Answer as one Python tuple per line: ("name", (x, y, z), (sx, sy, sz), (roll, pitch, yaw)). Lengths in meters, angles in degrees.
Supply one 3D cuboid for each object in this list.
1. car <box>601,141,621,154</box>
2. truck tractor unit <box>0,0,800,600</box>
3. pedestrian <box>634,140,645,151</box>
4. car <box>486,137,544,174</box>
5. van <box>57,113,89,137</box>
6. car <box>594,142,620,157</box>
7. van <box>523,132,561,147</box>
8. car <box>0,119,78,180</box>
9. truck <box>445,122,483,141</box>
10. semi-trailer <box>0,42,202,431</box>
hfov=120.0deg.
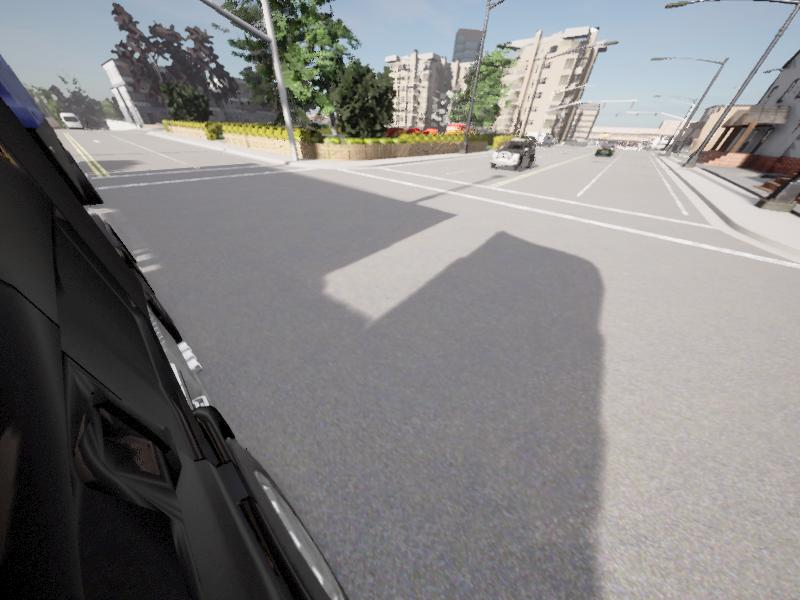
("car", (36.267, -26.265, 39.722), (1.851, 1.617, 3.988), (24, 42, 26))
("truck tractor unit", (-2.645, -0.295, 0.352), (6.516, 4.208, 3.053), (28, 44, 30))
("pedestrian", (50.414, -32.562, 48.614), (0.751, 1.860, 0.751), (-25, 45, -32))
("car", (8.275, -10.436, 16.551), (1.932, 1.855, 4.605), (28, 44, 30))
("van", (-58.968, -31.507, 41.795), (5.915, 2.561, 1.988), (18, 38, 37))
("car", (29.417, -21.366, 32.791), (2.038, 1.542, 4.974), (28, 44, 30))
("van", (31.274, -35.432, 50.949), (6.366, 2.431, 2.351), (29, 44, 31))
("car", (-16.346, -6.616, 9.963), (4.553, 1.767, 2.097), (28, 44, 30))
("truck", (16.553, -44.147, 60.499), (8.468, 3.827, 2.891), (29, 44, 31))
("semi-trailer", (-8.699, -3.603, 4.229), (14.254, 4.402, 2.717), (28, 44, 30))
